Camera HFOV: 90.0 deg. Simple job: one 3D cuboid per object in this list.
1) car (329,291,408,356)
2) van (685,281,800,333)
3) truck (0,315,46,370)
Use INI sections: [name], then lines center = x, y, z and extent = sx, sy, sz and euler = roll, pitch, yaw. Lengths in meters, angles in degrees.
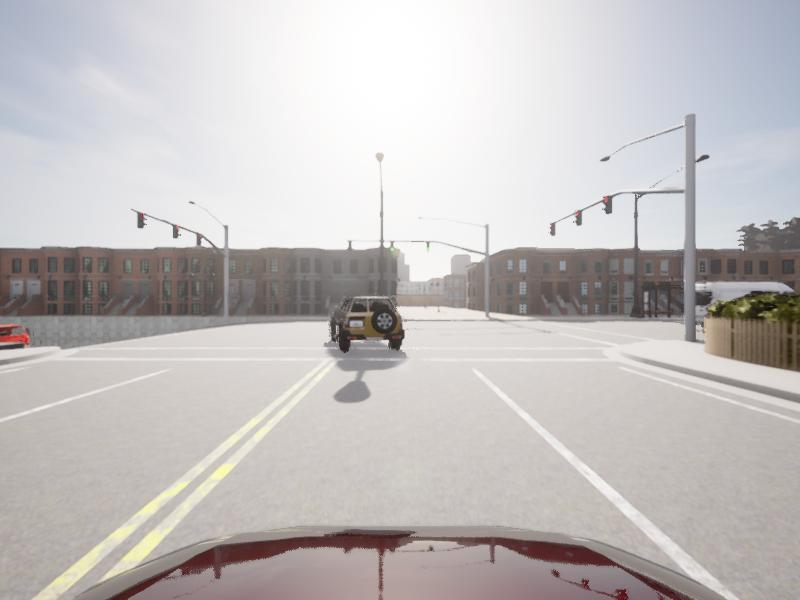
[car]
center = -1.289, 0.672, 13.889
extent = 1.932, 1.855, 4.605
euler = 0, 0, -15
[van]
center = 18.677, 0.351, 21.050
extent = 5.915, 2.561, 1.988
euler = 0, 0, 0
[truck]
center = -22.209, 2.648, 20.578
extent = 5.204, 2.467, 2.627
euler = -14, 1, -1
